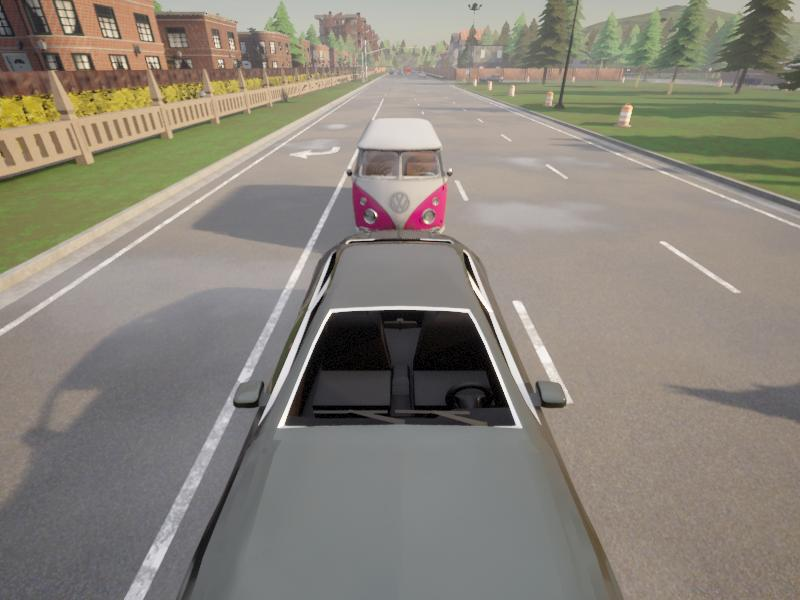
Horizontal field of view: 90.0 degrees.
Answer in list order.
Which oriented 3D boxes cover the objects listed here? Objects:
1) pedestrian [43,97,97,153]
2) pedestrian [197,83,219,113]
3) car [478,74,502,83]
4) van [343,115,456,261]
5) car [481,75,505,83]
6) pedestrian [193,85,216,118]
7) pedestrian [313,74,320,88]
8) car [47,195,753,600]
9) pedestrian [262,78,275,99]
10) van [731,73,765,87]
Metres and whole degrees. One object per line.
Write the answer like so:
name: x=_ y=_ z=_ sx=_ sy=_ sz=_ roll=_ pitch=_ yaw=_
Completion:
pedestrian: x=-12.515 y=-6.654 z=15.216 sx=0.751 sy=1.860 sz=0.751 roll=0 pitch=30 yaw=-1
pedestrian: x=-13.458 y=-14.178 z=28.100 sx=0.751 sy=1.860 sz=0.751 roll=0 pitch=30 yaw=1
car: x=20.167 y=-49.999 z=90.111 sx=4.611 sy=1.667 sz=2.242 roll=-6 pitch=31 yaw=-11
van: x=-0.008 y=-2.690 z=8.655 sx=1.775 sy=1.987 sz=4.442 roll=0 pitch=30 yaw=0
car: x=20.175 y=-48.130 z=86.993 sx=4.514 sy=1.525 sz=2.007 roll=-7 pitch=31 yaw=-12
pedestrian: x=-12.410 y=-12.630 z=25.449 sx=0.751 sy=1.860 sz=0.751 roll=-3 pitch=30 yaw=-5
pedestrian: x=-12.877 y=-33.881 z=61.850 sx=0.751 sy=1.860 sz=0.751 roll=-1 pitch=30 yaw=-1
car: x=0.000 y=0.657 z=3.294 sx=2.152 sy=1.651 sz=5.027 roll=0 pitch=30 yaw=0
pedestrian: x=-13.076 y=-21.058 z=39.881 sx=0.751 sy=1.860 sz=0.751 roll=0 pitch=30 yaw=0
van: x=61.605 y=-39.011 z=70.851 sx=1.775 sy=1.987 sz=4.442 roll=0 pitch=30 yaw=0
